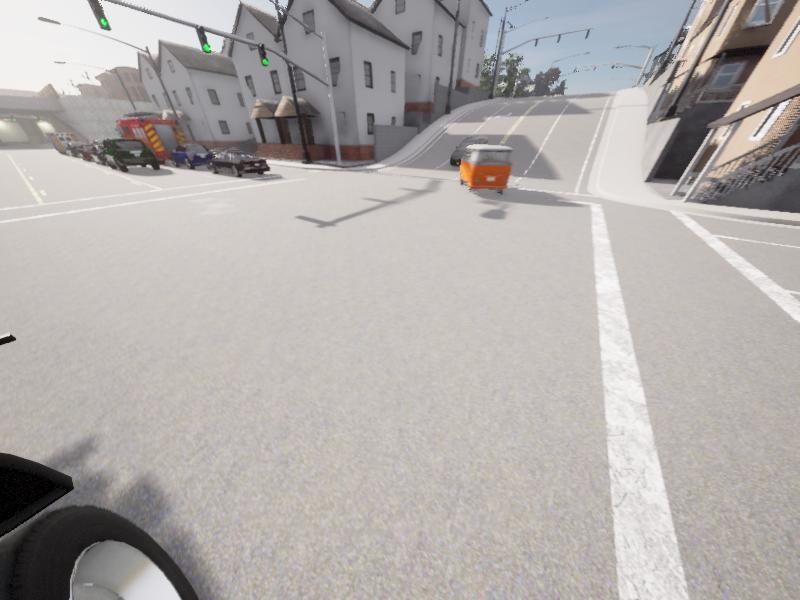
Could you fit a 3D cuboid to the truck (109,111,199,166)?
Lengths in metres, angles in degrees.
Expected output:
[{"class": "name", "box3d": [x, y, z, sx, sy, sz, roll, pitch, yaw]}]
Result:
[{"class": "truck", "box3d": [-23.829, -15.576, 22.398, 8.468, 3.827, 2.891, 22, 41, 28]}]

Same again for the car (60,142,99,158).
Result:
[{"class": "car", "box3d": [-39.536, -18.582, 28.511, 4.892, 1.490, 1.837, 23, 41, 27]}]

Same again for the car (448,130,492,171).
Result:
[{"class": "car", "box3d": [6.137, -13.197, 20.214, 1.882, 1.535, 5.008, 21, 56, 27]}]

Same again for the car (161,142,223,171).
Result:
[{"class": "car", "box3d": [-17.335, -12.083, 19.279, 4.553, 1.767, 2.097, 22, 41, 28]}]

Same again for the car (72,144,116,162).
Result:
[{"class": "car", "box3d": [-32.510, -15.642, 24.528, 4.181, 1.385, 1.994, 23, 41, 29]}]

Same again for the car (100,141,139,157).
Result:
[{"class": "car", "box3d": [-37.293, -20.132, 30.715, 4.902, 1.511, 2.128, 22, 41, 28]}]

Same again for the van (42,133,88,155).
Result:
[{"class": "van", "box3d": [-47.591, -22.259, 32.833, 6.366, 2.431, 2.351, 22, 41, 28]}]

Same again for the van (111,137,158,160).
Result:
[{"class": "van", "box3d": [-30.981, -17.769, 26.974, 4.480, 2.038, 2.069, 22, 41, 28]}]

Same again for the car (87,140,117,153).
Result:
[{"class": "car", "box3d": [-46.097, -23.792, 35.721, 3.988, 1.617, 1.851, 22, 41, 28]}]

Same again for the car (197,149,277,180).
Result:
[{"class": "car", "box3d": [-11.320, -9.474, 15.999, 5.357, 1.411, 2.033, 20, 40, 26]}]

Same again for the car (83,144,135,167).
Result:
[{"class": "car", "box3d": [-26.913, -13.415, 21.324, 4.892, 1.490, 1.837, 22, 41, 28]}]

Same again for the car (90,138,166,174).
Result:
[{"class": "car", "box3d": [-20.879, -11.172, 17.732, 5.566, 2.045, 2.150, 22, 41, 28]}]

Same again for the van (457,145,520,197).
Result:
[{"class": "van", "box3d": [4.285, -6.864, 12.022, 1.775, 1.987, 4.442, 3, 34, 4]}]
